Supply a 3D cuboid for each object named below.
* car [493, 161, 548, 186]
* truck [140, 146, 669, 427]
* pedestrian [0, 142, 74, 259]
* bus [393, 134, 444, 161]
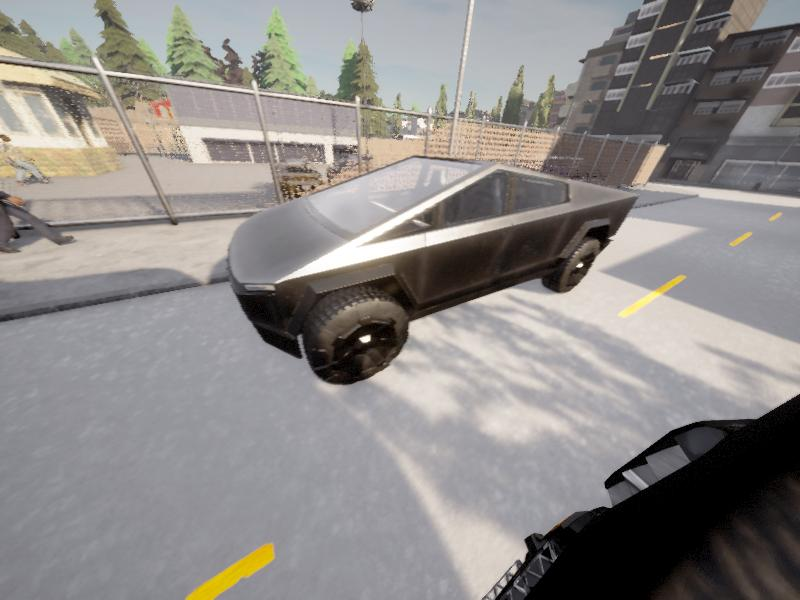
[{"bbox_3d":[9.665,-10.226,18.603,3.705,1.547,1.789,-16,38,-26],"label":"car"},{"bbox_3d":[0.982,-1.077,3.763,6.274,2.098,2.390,-16,38,-26],"label":"truck"},{"bbox_3d":[-7.331,-1.826,4.229,0.751,1.860,0.751,-23,41,-33],"label":"pedestrian"},{"bbox_3d":[3.886,-32.062,48.763,10.273,4.253,3.944,-18,39,-29],"label":"bus"}]
